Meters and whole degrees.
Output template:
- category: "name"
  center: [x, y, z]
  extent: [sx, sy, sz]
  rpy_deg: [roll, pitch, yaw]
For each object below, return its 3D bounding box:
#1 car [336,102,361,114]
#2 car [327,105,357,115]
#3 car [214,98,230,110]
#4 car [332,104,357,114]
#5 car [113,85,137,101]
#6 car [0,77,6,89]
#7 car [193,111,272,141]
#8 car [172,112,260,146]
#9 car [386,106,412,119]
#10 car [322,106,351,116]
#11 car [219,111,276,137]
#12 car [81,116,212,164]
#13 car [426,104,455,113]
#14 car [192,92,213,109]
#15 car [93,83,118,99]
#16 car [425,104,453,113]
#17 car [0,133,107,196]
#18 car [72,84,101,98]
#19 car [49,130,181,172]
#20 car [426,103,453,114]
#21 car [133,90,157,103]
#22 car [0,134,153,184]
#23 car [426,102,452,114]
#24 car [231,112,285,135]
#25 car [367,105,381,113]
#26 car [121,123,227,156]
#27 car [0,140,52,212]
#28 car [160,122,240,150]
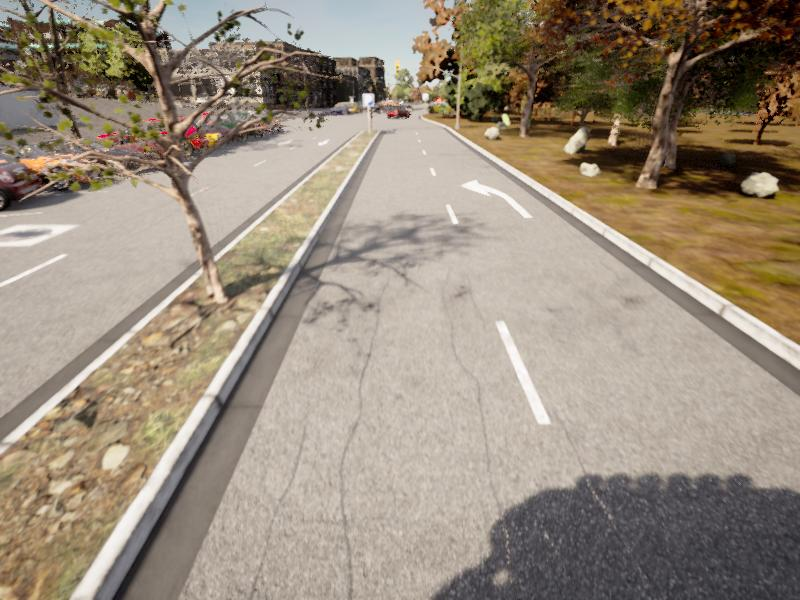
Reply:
- category: "car"
  center: [-10.322, -38.524, 80.244]
  extent: [4.442, 1.987, 1.878]
  rpy_deg: [-7, 27, -12]
- category: "car"
  center: [-10.875, -35.617, 74.999]
  extent: [5.366, 1.575, 1.946]
  rpy_deg: [-8, 27, -13]
- category: "car"
  center: [-28.233, -31.132, 63.662]
  extent: [2.002, 1.452, 4.674]
  rpy_deg: [-4, 26, -20]
- category: "car"
  center: [-10.785, -37.057, 77.578]
  extent: [4.553, 1.767, 2.185]
  rpy_deg: [-8, 27, -12]
- category: "car"
  center: [-43.217, -32.555, 62.983]
  extent: [1.878, 1.987, 4.442]
  rpy_deg: [-4, 26, -20]
- category: "car"
  center: [-64.424, -34.173, 62.606]
  extent: [1.946, 1.575, 5.366]
  rpy_deg: [-4, 26, -20]
- category: "car"
  center: [-13.751, -14.501, 33.216]
  extent: [5.566, 2.045, 2.435]
  rpy_deg: [-10, 28, -17]
- category: "car"
  center: [-13.821, -13.133, 30.506]
  extent: [5.566, 2.045, 2.435]
  rpy_deg: [-10, 28, -17]
- category: "car"
  center: [-0.094, -27.210, 58.118]
  extent: [1.851, 1.617, 3.988]
  rpy_deg: [18, 31, 31]
- category: "car"
  center: [-11.517, -34.224, 72.349]
  extent: [4.792, 1.488, 2.163]
  rpy_deg: [-8, 28, -13]
- category: "car"
  center: [-13.638, -15.846, 35.939]
  extent: [4.442, 1.987, 1.878]
  rpy_deg: [-10, 28, -17]
- category: "car"
  center: [-13.843, -9.073, 22.458]
  extent: [5.566, 2.045, 2.435]
  rpy_deg: [-10, 28, -17]
- category: "car"
  center: [8.122, -38.242, 79.928]
  extent: [5.366, 1.575, 1.946]
  rpy_deg: [-6, 27, -12]
- category: "car"
  center: [-31.230, -31.650, 63.464]
  extent: [2.435, 2.045, 5.566]
  rpy_deg: [-4, 26, -20]
- category: "car"
  center: [-46.234, -32.802, 62.888]
  extent: [1.878, 1.987, 4.442]
  rpy_deg: [-4, 26, -20]
- category: "car"
  center: [8.101, -39.535, 82.469]
  extent: [5.366, 1.575, 1.946]
  rpy_deg: [-6, 28, -12]
- category: "car"
  center: [-13.848, -4.903, 14.483]
  extent: [4.553, 1.767, 2.185]
  rpy_deg: [-10, 28, -17]
- category: "car"
  center: [-49.372, -32.972, 63.141]
  extent: [1.946, 1.575, 5.366]
  rpy_deg: [-4, 26, -20]
- category: "car"
  center: [-13.840, -7.470, 19.903]
  extent: [4.792, 1.488, 2.163]
  rpy_deg: [-10, 28, -17]
- category: "car"
  center: [7.588, -36.997, 77.202]
  extent: [4.553, 1.767, 2.185]
  rpy_deg: [-6, 27, -12]
- category: "car"
  center: [-40.270, -32.148, 63.260]
  extent: [2.231, 1.521, 4.892]
  rpy_deg: [-4, 26, -20]
- category: "car"
  center: [-13.822, -6.149, 17.226]
  extent: [4.892, 1.521, 2.231]
  rpy_deg: [-10, 28, -17]
- category: "car"
  center: [7.207, -35.742, 74.508]
  extent: [4.442, 1.987, 1.878]
  rpy_deg: [-6, 28, -13]
- category: "car"
  center: [-13.665, -17.096, 38.643]
  extent: [4.553, 1.767, 2.185]
  rpy_deg: [-10, 28, -17]
- category: "car"
  center: [-5.305, -39.594, 82.880]
  extent: [2.128, 1.511, 4.902]
  rpy_deg: [3, 27, 6]
- category: "car"
  center: [-13.984, -10.178, 25.205]
  extent: [5.366, 1.575, 1.946]
  rpy_deg: [-10, 28, -17]
- category: "car"
  center: [-13.785, -3.555, 11.819]
  extent: [4.553, 1.767, 2.185]
  rpy_deg: [-10, 29, -17]
- category: "car"
  center: [-13.797, -11.524, 27.961]
  extent: [4.674, 1.452, 2.002]
  rpy_deg: [-10, 28, -17]
